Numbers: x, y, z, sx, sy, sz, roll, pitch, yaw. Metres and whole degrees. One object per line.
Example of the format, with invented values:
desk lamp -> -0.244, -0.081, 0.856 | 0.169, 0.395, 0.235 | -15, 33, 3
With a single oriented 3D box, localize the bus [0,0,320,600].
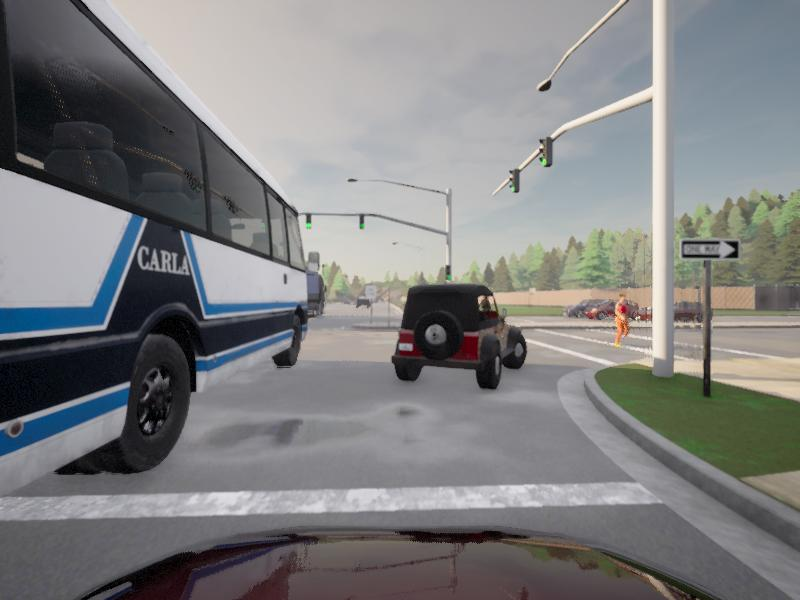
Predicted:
bus -> -3.953, -0.543, 5.864 | 3.944, 4.253, 10.273 | 0, 0, -2

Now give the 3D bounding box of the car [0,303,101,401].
car -> -7.346, 0.827, 6.042 | 2.128, 1.511, 4.902 | 0, 0, -2

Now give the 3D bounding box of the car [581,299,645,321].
car -> 16.412, 0.749, 31.010 | 3.988, 1.617, 1.851 | 0, 0, -2

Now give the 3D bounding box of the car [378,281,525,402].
car -> 1.325, 0.635, 8.351 | 1.905, 1.878, 3.866 | 0, 0, 26

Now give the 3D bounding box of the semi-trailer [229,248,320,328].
semi-trailer -> -8.341, -0.659, 29.174 | 2.717, 4.402, 14.254 | 0, 0, -2

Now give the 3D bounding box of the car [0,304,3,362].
car -> -10.936, 0.842, 8.073 | 1.816, 1.474, 4.193 | 0, 0, -2

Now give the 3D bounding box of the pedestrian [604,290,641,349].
pedestrian -> 7.276, 0.621, 13.118 | 0.751, 1.860, 0.751 | 0, 0, -23

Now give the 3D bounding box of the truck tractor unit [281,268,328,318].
truck tractor unit -> -8.684, -0.572, 37.085 | 3.053, 4.208, 6.516 | 0, 0, -2

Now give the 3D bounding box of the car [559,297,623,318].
car -> 16.416, 0.651, 34.508 | 4.553, 1.767, 2.097 | 0, 0, -2

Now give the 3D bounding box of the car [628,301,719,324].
car -> 18.753, 0.817, 27.583 | 4.792, 1.488, 2.163 | 0, 0, -2
